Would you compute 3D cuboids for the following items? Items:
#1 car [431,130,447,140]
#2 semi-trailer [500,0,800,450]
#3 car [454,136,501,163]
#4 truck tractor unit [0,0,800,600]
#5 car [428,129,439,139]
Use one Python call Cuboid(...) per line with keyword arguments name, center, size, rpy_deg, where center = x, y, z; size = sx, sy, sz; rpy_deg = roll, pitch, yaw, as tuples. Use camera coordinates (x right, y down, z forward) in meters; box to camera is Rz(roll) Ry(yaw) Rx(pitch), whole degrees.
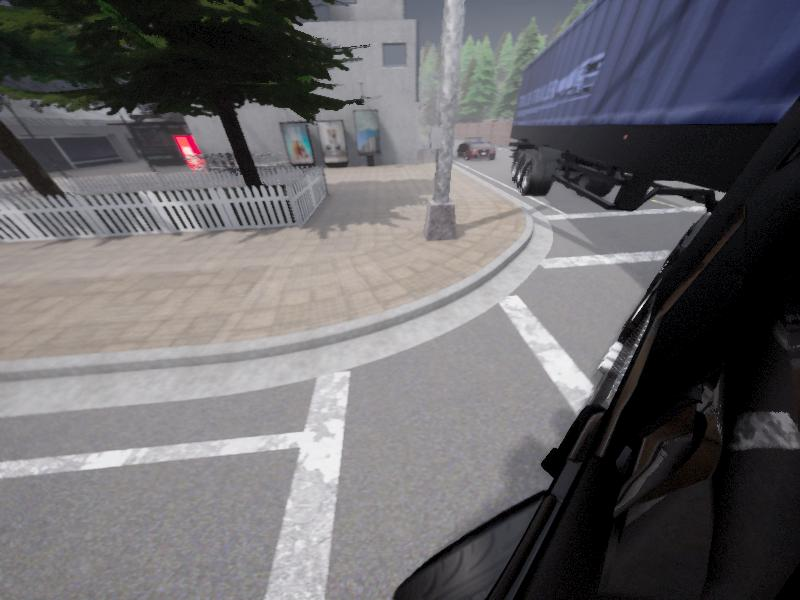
Cuboid(name="car", center=(7.438, -31.692, 44.307), size=(2.007, 1.525, 4.514), rpy_deg=(-3, 37, -1))
Cuboid(name="semi-trailer", center=(5.406, -4.703, 5.906), size=(2.717, 4.402, 14.254), rpy_deg=(7, 38, 11))
Cuboid(name="car", center=(5.708, -11.511, 17.553), size=(1.994, 1.385, 4.181), rpy_deg=(-3, 37, -2))
Cuboid(name="truck tractor unit", center=(2.645, -0.295, 0.351), size=(6.516, 4.208, 3.053), rpy_deg=(-28, 44, -30))
Cuboid(name="car", center=(7.099, -35.533, 49.437), size=(1.789, 1.549, 3.705), rpy_deg=(-3, 37, -1))
